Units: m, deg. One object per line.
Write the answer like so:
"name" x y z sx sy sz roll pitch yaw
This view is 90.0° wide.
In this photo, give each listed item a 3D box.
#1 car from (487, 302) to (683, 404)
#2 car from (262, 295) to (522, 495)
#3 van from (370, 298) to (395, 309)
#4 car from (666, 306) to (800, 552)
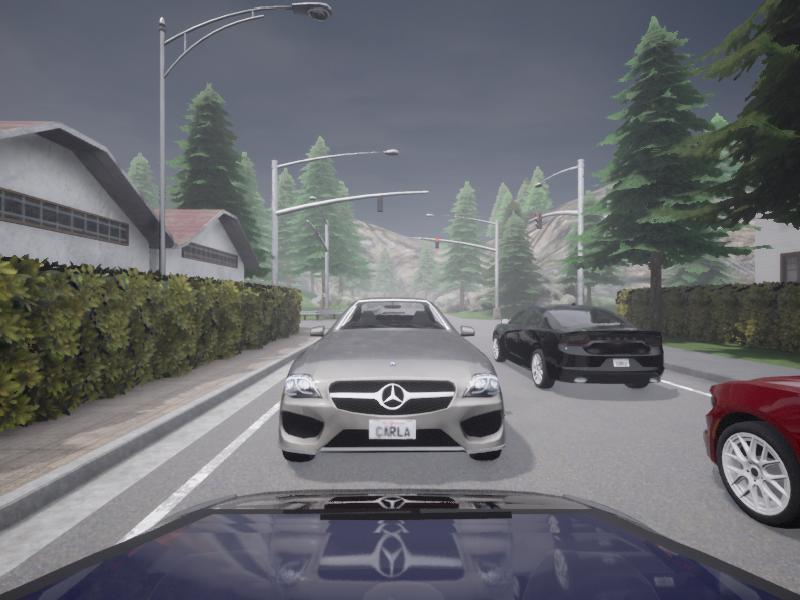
"car" 3.393 0.823 8.653 1.882 1.535 5.008 0 0 -1
"car" -0.106 0.781 5.824 2.152 1.651 5.027 0 0 -1
"van" -3.370 0.574 76.182 4.480 2.038 2.069 0 0 43
"car" 3.475 0.823 1.271 1.882 1.535 5.008 0 0 -1
